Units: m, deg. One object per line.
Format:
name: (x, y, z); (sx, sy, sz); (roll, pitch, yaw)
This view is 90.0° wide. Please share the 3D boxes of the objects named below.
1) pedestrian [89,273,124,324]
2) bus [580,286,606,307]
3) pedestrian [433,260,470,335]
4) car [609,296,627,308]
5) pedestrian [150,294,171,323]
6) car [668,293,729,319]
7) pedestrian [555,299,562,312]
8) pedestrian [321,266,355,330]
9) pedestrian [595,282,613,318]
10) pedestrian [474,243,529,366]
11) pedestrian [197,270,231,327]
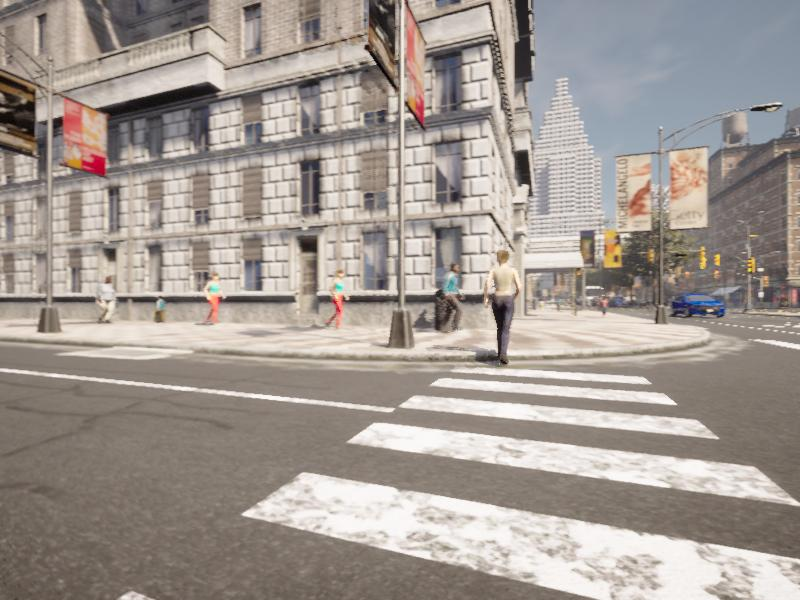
pedestrian: (-10.973, -0.049, 14.967); (0.751, 1.860, 0.751); (0, 0, 22)
bus: (40.985, -0.702, 85.218); (3.944, 4.253, 10.273); (0, 0, 20)
pedestrian: (1.369, -0.059, 10.519); (0.751, 1.860, 0.751); (0, 0, 29)
car: (40.806, 0.360, 74.843); (2.150, 2.045, 5.566); (0, 0, 20)
pedestrian: (-9.303, 0.335, 15.539); (0.500, 1.100, 0.500); (0, 0, 21)
car: (19.406, 0.367, 26.276); (1.882, 1.535, 5.008); (0, 0, 20)
pedestrian: (13.000, 0.434, 32.807); (0.500, 1.100, 0.500); (0, 0, 21)
pedestrian: (-1.842, -0.055, 11.942); (0.751, 1.860, 0.751); (0, 0, 19)
pedestrian: (10.691, -0.002, 20.970); (0.751, 1.860, 0.751); (0, 0, 19)
pedestrian: (1.675, 0.072, 6.541); (0.751, 1.860, 0.751); (0, 0, 24)
pedestrian: (-6.354, -0.051, 13.674); (0.751, 1.860, 0.751); (0, 0, 21)
